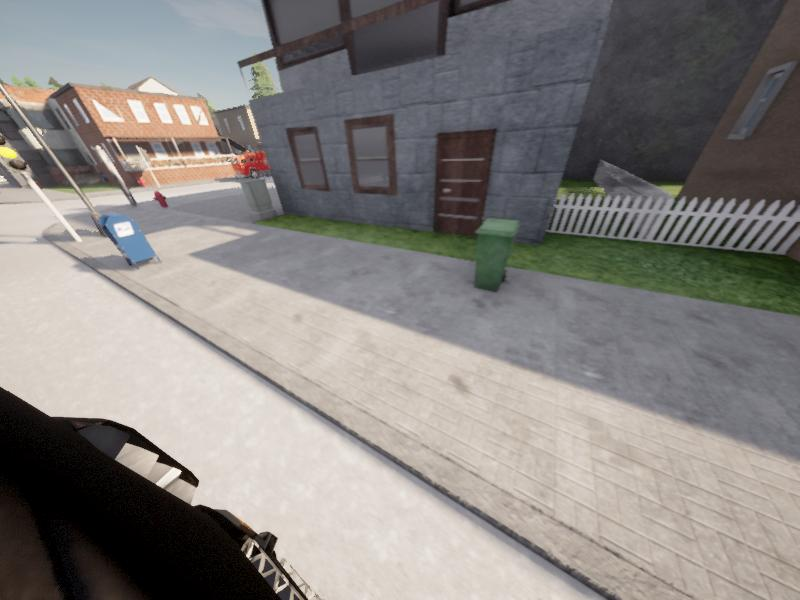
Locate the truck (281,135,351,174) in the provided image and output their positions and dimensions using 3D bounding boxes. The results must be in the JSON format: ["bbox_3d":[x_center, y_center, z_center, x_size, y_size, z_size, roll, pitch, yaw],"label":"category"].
[{"bbox_3d":[-10.737,-19.562,30.942,2.891,3.827,8.468,16,38,26],"label":"truck"}]

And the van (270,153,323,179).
[{"bbox_3d":[-10.848,-14.285,24.582,2.069,2.038,4.480,16,38,26],"label":"van"}]

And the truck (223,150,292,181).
[{"bbox_3d":[-15.035,-14.483,24.813,2.627,2.467,5.204,17,39,28],"label":"truck"}]
